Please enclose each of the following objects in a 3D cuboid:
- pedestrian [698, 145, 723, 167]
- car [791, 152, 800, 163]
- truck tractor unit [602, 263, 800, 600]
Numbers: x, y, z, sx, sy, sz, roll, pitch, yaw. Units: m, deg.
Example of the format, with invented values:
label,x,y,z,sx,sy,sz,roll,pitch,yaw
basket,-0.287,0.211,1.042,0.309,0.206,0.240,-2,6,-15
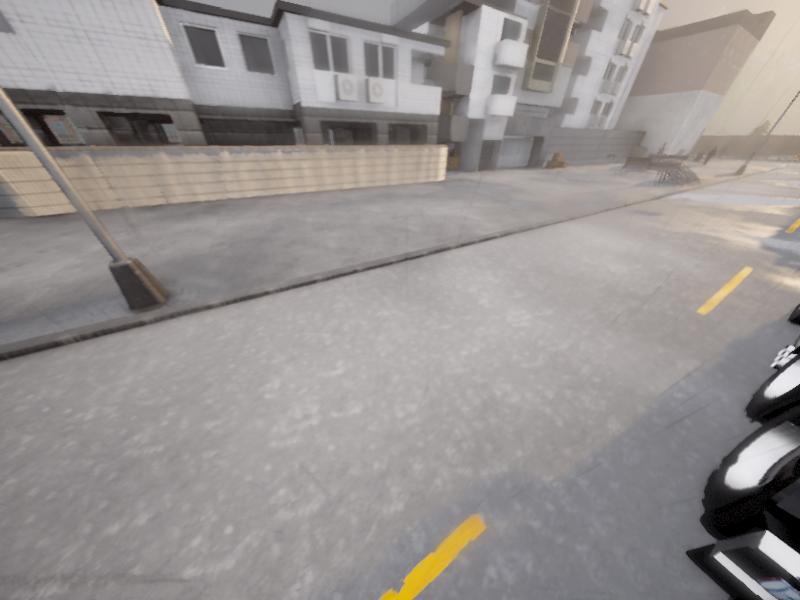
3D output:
label,x,y,z,sx,sy,sz,roll,pitch,yaw
pedestrian,32.886,-15.241,24.466,0.751,1.860,0.751,-26,42,-32
car,56.532,-18.805,30.325,1.882,1.535,5.008,-18,39,-24
truck tractor unit,5.113,-0.296,0.790,6.516,4.208,3.053,-18,39,-24
